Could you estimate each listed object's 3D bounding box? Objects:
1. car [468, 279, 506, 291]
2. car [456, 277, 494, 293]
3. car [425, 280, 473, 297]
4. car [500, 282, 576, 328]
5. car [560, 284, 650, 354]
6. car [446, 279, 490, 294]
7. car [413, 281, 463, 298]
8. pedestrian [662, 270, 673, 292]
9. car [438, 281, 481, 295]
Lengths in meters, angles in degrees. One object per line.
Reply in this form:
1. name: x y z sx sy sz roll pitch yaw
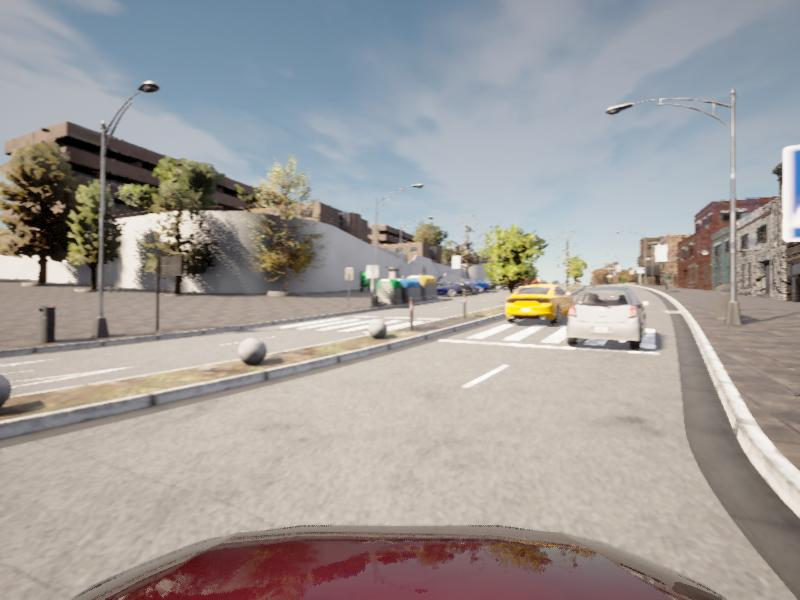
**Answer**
1. car: 12.072 -2.094 55.600 4.892 1.521 2.231 -2 3 7
2. car: 9.386 -1.881 50.335 4.553 1.767 2.185 -2 2 8
3. car: 5.278 -1.240 42.519 4.892 1.521 2.231 -2 3 9
4. car: 5.993 0.078 16.887 1.882 1.535 5.008 0 3 33
5. car: 5.845 0.375 11.170 1.845 1.501 3.633 0 4 33
6. car: 8.068 -1.587 47.716 5.008 1.535 2.097 -2 3 8
7. car: 3.809 -1.035 39.950 4.792 1.488 2.163 -2 3 10
8. pedestrian: 22.826 -1.597 34.122 0.751 1.860 0.751 0 -1 31
9. car: 6.680 -1.374 45.121 4.674 1.452 2.002 -2 2 9
